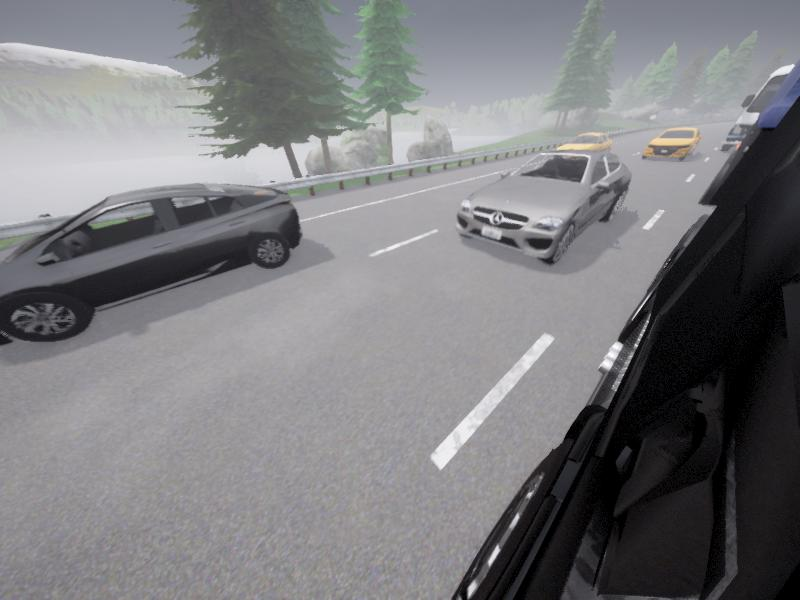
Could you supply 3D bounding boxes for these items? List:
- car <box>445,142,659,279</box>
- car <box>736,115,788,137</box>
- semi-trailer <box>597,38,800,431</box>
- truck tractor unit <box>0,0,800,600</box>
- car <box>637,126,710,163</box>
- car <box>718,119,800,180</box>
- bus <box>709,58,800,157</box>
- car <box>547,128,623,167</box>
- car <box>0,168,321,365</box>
[{"bbox_3d":[3.617,-2.522,5.427,5.027,1.651,2.152,-28,44,-30],"label":"car"},{"bbox_3d":[37.117,-17.901,23.795,4.611,1.667,2.242,-28,44,-30],"label":"car"},{"bbox_3d":[8.721,-3.590,4.204,14.254,4.402,2.717,-28,44,-29],"label":"semi-trailer"},{"bbox_3d":[2.645,-0.295,0.352,6.516,4.208,3.053,-28,44,-30],"label":"truck tractor unit"},{"bbox_3d":[16.771,-9.601,14.109,5.008,1.535,1.882,-28,44,-30],"label":"car"},{"bbox_3d":[16.172,-6.619,9.962,4.553,1.767,2.097,-28,44,-30],"label":"car"},{"bbox_3d":[25.330,-12.494,15.172,10.273,4.253,3.944,-28,44,-30],"label":"bus"},{"bbox_3d":[11.499,-9.527,14.301,5.366,1.575,1.801,-28,44,-30],"label":"car"},{"bbox_3d":[-4.119,-1.065,4.044,4.514,1.525,2.007,-28,44,-30],"label":"car"}]
